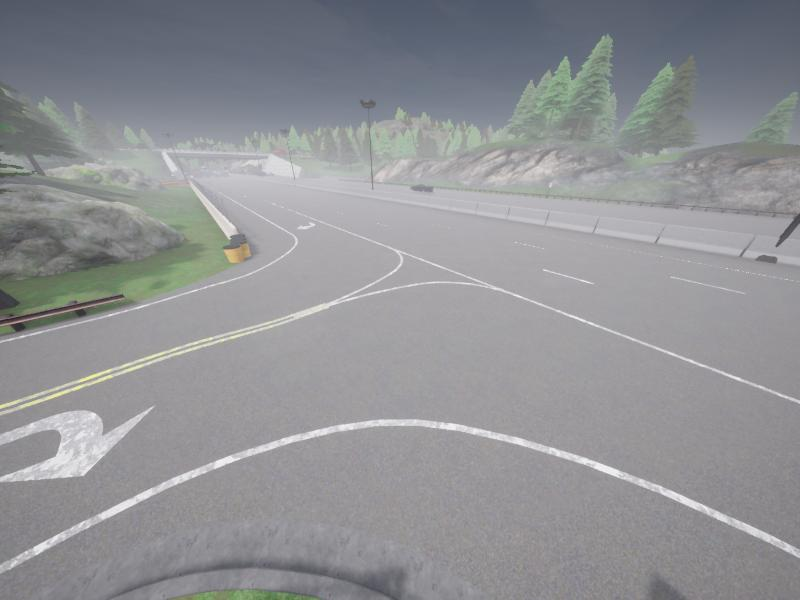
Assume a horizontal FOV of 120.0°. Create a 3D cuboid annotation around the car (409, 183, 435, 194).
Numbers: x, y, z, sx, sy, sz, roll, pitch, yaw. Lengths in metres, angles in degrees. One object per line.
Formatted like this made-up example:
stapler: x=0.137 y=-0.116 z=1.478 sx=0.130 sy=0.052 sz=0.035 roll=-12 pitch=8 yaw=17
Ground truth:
car: x=4.178 y=-21.347 z=44.044 sx=1.882 sy=1.535 sz=5.008 roll=-23 pitch=37 yaw=-34
